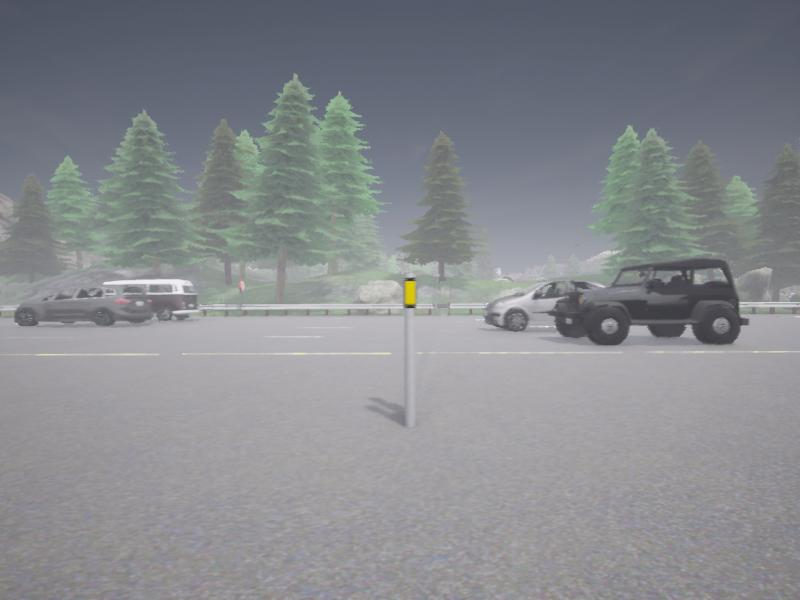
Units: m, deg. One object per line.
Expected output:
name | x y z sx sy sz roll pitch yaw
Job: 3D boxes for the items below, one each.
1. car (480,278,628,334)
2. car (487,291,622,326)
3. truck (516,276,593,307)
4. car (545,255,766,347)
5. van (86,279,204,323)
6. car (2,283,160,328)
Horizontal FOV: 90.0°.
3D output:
car | 4.715 0.172 12.702 3.988 1.617 1.851 0 0 0
car | 6.099 0.321 16.199 4.718 1.301 1.895 0 0 0
truck | 19.167 -1.007 49.965 8.468 3.827 2.891 0 0 3
car | 5.617 0.026 9.199 3.866 1.878 1.905 0 0 0
van | -12.421 0.028 19.701 4.480 2.038 2.069 0 0 0
car | -12.697 0.215 16.200 4.611 1.667 2.242 0 0 0
